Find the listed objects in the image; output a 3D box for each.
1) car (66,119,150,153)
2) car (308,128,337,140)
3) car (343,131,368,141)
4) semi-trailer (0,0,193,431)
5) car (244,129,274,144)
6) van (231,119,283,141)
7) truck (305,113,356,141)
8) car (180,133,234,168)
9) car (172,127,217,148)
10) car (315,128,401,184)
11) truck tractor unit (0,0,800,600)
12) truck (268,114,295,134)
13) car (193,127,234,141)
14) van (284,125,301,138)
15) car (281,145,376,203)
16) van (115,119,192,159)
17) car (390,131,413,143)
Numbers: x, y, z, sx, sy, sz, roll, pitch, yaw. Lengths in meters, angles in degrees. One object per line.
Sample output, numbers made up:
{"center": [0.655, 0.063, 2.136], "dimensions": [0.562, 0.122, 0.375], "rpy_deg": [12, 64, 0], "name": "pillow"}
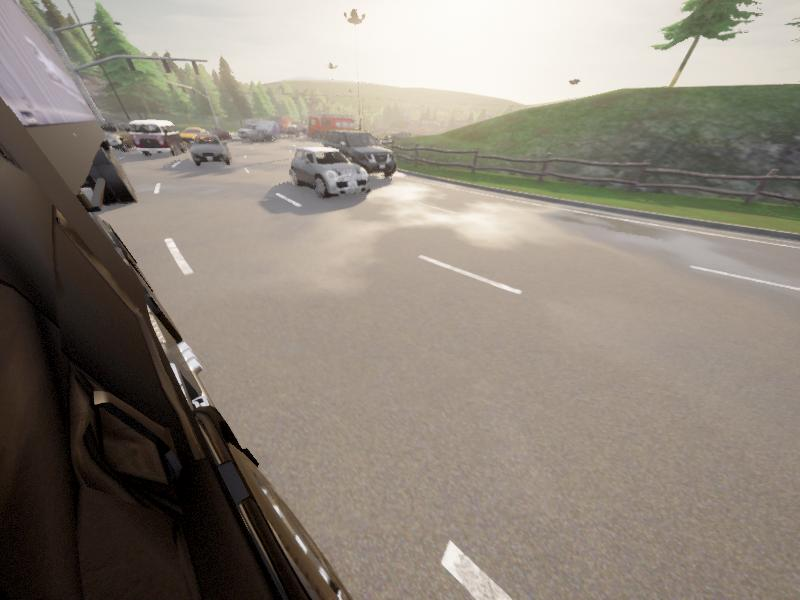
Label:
{"center": [-21.509, -12.330, 17.394], "dimensions": [1.932, 1.855, 4.605], "rpy_deg": [-13, 39, -20], "name": "car"}
{"center": [-15.437, -32.983, 45.902], "dimensions": [5.027, 1.651, 2.152], "rpy_deg": [-14, 40, -21], "name": "car"}
{"center": [-9.200, -34.016, 47.816], "dimensions": [4.792, 1.488, 2.163], "rpy_deg": [-3, 37, -8], "name": "car"}
{"center": [-8.301, -3.832, 4.605], "dimensions": [2.717, 4.402, 14.254], "rpy_deg": [-29, 47, -35], "name": "semi-trailer"}
{"center": [-18.513, -21.714, 30.557], "dimensions": [1.845, 1.501, 3.633], "rpy_deg": [-1, 36, -4], "name": "car"}
{"center": [-21.400, -25.769, 35.096], "dimensions": [2.351, 2.431, 6.366], "rpy_deg": [15, 38, 16], "name": "van"}
{"center": [-12.812, -32.192, 43.148], "dimensions": [8.468, 3.827, 2.891], "rpy_deg": [-9, 38, -15], "name": "truck"}
{"center": [-11.650, -9.301, 14.264], "dimensions": [1.816, 1.474, 4.193], "rpy_deg": [-16, 40, -23], "name": "car"}
{"center": [-20.928, -16.858, 23.832], "dimensions": [1.882, 1.535, 5.008], "rpy_deg": [-11, 38, -17], "name": "car"}
{"center": [-2.472, -8.213, 12.899], "dimensions": [2.150, 2.045, 5.566], "rpy_deg": [-23, 43, -29], "name": "car"}
{"center": [-2.645, -0.295, 0.352], "dimensions": [6.516, 4.208, 3.053], "rpy_deg": [28, 44, 30], "name": "truck tractor unit"}
{"center": [-30.666, -45.785, 60.379], "dimensions": [2.891, 3.827, 8.468], "rpy_deg": [-1, 37, -4], "name": "truck"}
{"center": [-25.820, -23.152, 32.169], "dimensions": [1.994, 1.385, 4.181], "rpy_deg": [6, 37, 4], "name": "car"}
{"center": [-21.406, -33.760, 46.225], "dimensions": [2.069, 2.038, 4.480], "rpy_deg": [-4, 37, -9], "name": "van"}
{"center": [-2.932, -5.229, 9.317], "dimensions": [1.970, 1.475, 3.806], "rpy_deg": [-26, 45, -33], "name": "car"}
{"center": [-16.953, -11.404, 16.294], "dimensions": [2.069, 2.038, 4.480], "rpy_deg": [-14, 39, -20], "name": "van"}
{"center": [0.327, -34.436, 48.656], "dimensions": [4.605, 1.855, 1.932], "rpy_deg": [-1, 37, -5], "name": "car"}
